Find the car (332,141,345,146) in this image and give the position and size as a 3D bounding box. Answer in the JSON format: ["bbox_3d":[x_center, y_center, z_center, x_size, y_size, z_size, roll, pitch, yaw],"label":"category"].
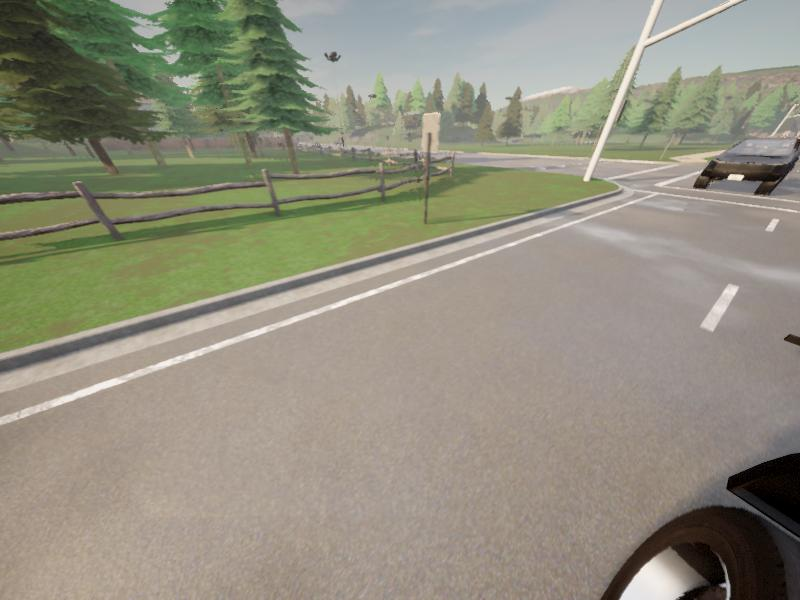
[{"bbox_3d":[-22.274,-57.005,84.038,2.128,1.511,4.902,-28,43,-33],"label":"car"}]

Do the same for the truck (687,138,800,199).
[{"bbox_3d":[17.474,-6.726,11.426,6.274,2.098,2.390,-21,40,-27],"label":"truck"}]
